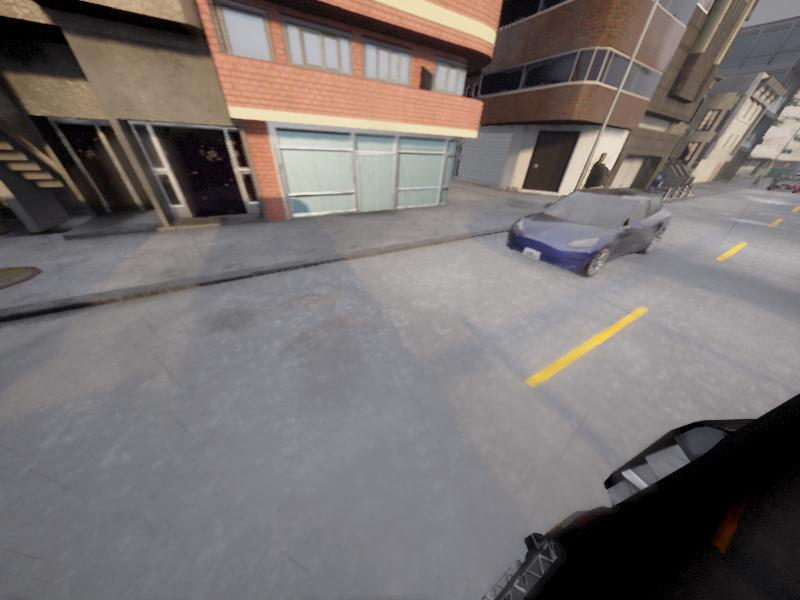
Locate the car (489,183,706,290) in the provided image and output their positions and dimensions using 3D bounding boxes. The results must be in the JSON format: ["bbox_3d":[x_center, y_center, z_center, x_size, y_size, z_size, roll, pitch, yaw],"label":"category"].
[{"bbox_3d":[4.967,-1.945,5.875,4.792,1.488,2.163,-16,38,-26],"label":"car"}]

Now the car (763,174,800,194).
[{"bbox_3d":[37.623,-11.280,22.344,4.193,1.474,1.816,-16,38,-26],"label":"car"}]
